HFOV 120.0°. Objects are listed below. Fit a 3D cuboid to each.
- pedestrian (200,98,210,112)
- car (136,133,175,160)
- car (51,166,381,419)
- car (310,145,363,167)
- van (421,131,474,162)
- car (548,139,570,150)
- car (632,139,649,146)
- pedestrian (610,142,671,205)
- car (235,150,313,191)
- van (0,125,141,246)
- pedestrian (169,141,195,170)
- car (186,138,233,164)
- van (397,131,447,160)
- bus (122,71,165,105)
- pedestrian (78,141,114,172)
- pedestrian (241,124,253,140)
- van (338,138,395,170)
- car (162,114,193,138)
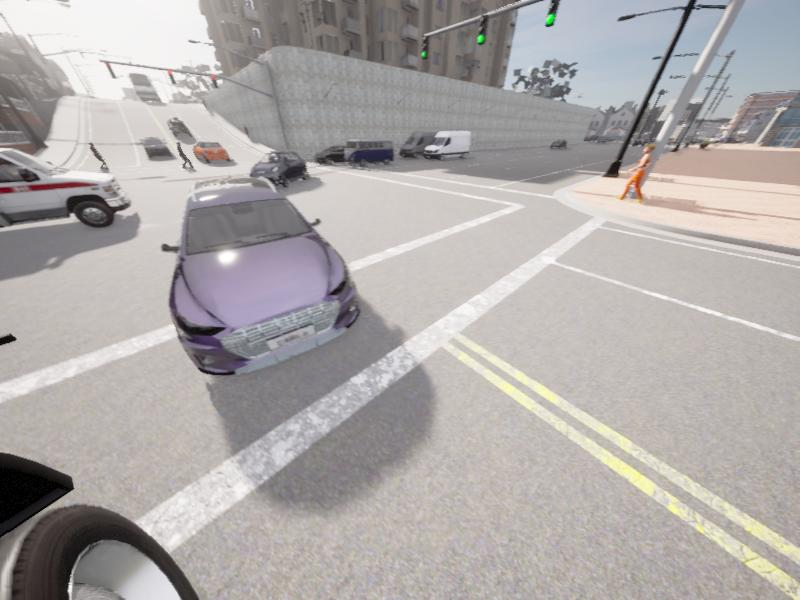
[{"bbox_3d":[-36.572,-36.566,43.307,0.751,1.860,0.751,-30,45,-35],"label":"pedestrian"},{"bbox_3d":[-25.213,-15.894,23.798,1.930,1.638,5.238,-27,49,-33],"label":"car"},{"bbox_3d":[-2.445,-1.012,3.878,2.033,1.649,4.856,-21,41,-26],"label":"car"},{"bbox_3d":[-5.757,-13.332,21.248,4.193,1.474,1.816,-24,42,-30],"label":"car"},{"bbox_3d":[5.123,-16.540,24.802,5.915,2.561,1.988,-27,44,-33],"label":"van"},{"bbox_3d":[29.220,-28.573,42.443,3.705,1.549,1.789,-27,44,-33],"label":"car"},{"bbox_3d":[57.503,-37.634,55.282,4.718,1.301,1.895,-27,44,-33],"label":"car"},{"bbox_3d":[8.565,-4.536,8.293,0.751,1.860,0.751,29,45,34],"label":"pedestrian"},{"bbox_3d":[-6.479,-7.044,12.406,1.845,1.501,3.633,3,36,4],"label":"car"},{"bbox_3d":[-11.228,-2.609,5.439,6.366,2.431,2.351,-27,44,-33],"label":"van"},{"bbox_3d":[-16.866,-11.215,17.932,0.751,1.860,0.751,-27,43,-32],"label":"pedestrian"},{"bbox_3d":[-18.688,-14.709,22.663,4.553,1.767,2.097,31,46,32],"label":"car"},{"bbox_3d":[2.586,-17.950,26.777,5.915,2.561,1.988,-27,44,-33],"label":"van"},{"bbox_3d":[-54.462,-45.006,49.483,3.944,4.253,10.273,-23,42,-29],"label":"bus"},{"bbox_3d":[-22.110,-10.473,16.857,0.751,1.860,0.751,-27,43,-32],"label":"pedestrian"},{"bbox_3d":[-22.337,-24.525,33.712,0.751,1.860,0.751,-30,45,-35],"label":"pedestrian"},{"bbox_3d":[-2.625,-12.197,19.215,4.442,1.987,1.775,-30,45,-35],"label":"van"},{"bbox_3d":[-31.053,-24.354,32.274,1.932,1.855,4.605,-27,55,-33],"label":"car"}]
